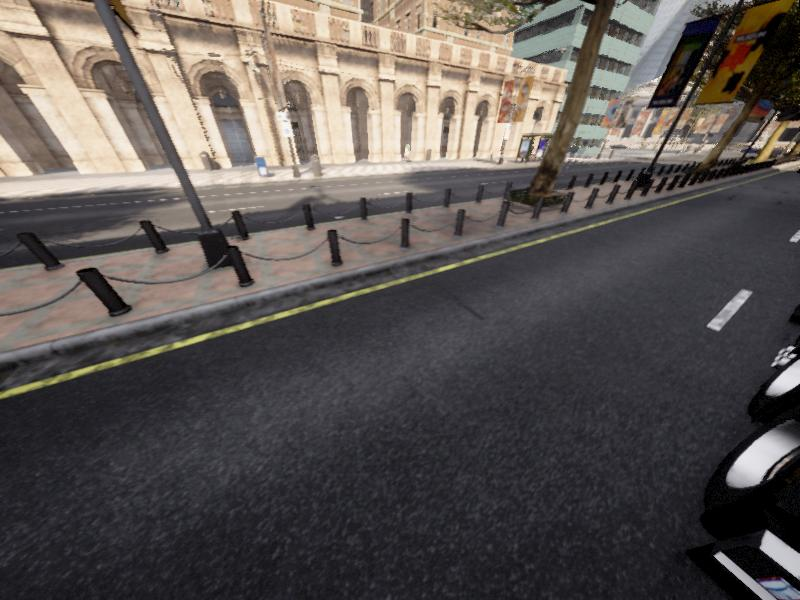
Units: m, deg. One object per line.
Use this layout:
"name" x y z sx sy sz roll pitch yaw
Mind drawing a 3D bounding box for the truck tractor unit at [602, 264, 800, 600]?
"truck tractor unit" 5.114 -0.296 0.787 6.516 4.208 3.053 -18 39 -24

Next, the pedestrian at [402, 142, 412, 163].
"pedestrian" 0.781 -16.181 25.348 0.751 1.860 0.751 -18 39 -24

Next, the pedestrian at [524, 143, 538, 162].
"pedestrian" 15.728 -17.756 27.756 0.751 1.860 0.751 -18 39 -25

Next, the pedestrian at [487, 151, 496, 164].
"pedestrian" 9.842 -15.339 24.890 0.500 1.100 0.500 -18 39 -25
